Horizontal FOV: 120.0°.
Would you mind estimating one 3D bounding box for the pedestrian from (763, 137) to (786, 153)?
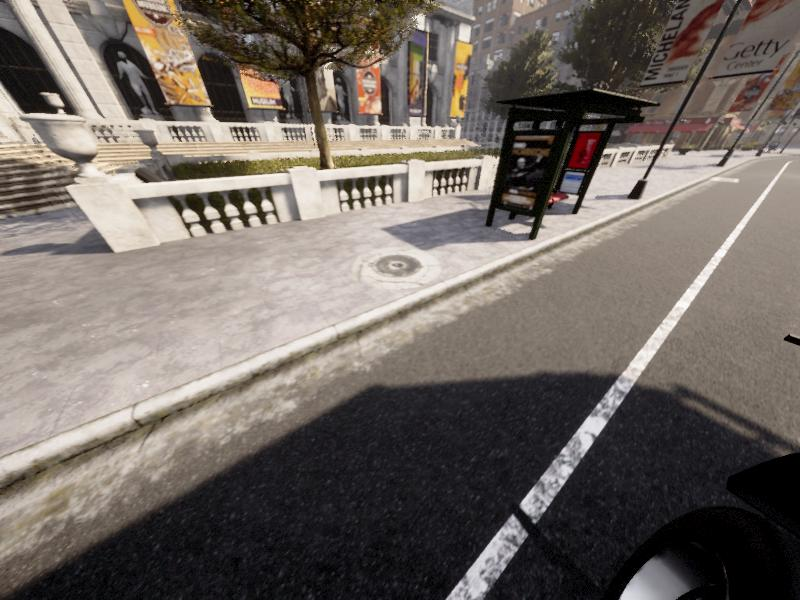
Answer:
[{"bbox_3d":[51.574,-21.364,31.844,0.751,1.860,0.751,-14,37,-19],"label":"pedestrian"}]
